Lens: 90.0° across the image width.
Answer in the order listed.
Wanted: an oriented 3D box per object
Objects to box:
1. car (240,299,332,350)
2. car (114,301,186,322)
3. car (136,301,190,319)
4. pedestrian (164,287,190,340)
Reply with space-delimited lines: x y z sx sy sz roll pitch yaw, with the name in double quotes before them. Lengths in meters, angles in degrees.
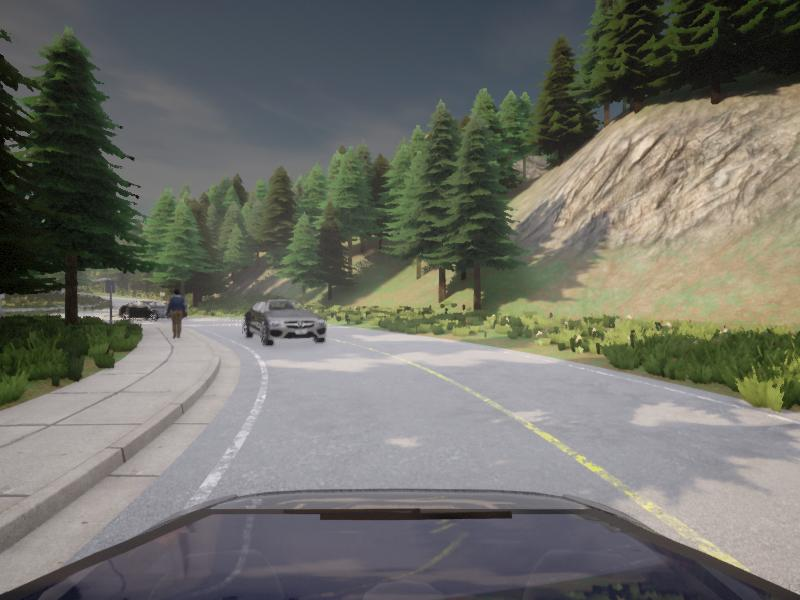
"car" -4.637 0.780 15.575 2.152 1.651 5.027 0 0 -32
"car" -19.063 0.836 30.539 4.902 1.511 2.128 0 0 20
"car" -20.444 0.853 34.525 3.806 1.475 1.970 0 0 17
"pedestrian" -8.137 0.485 14.592 0.751 1.860 0.751 0 0 -34
